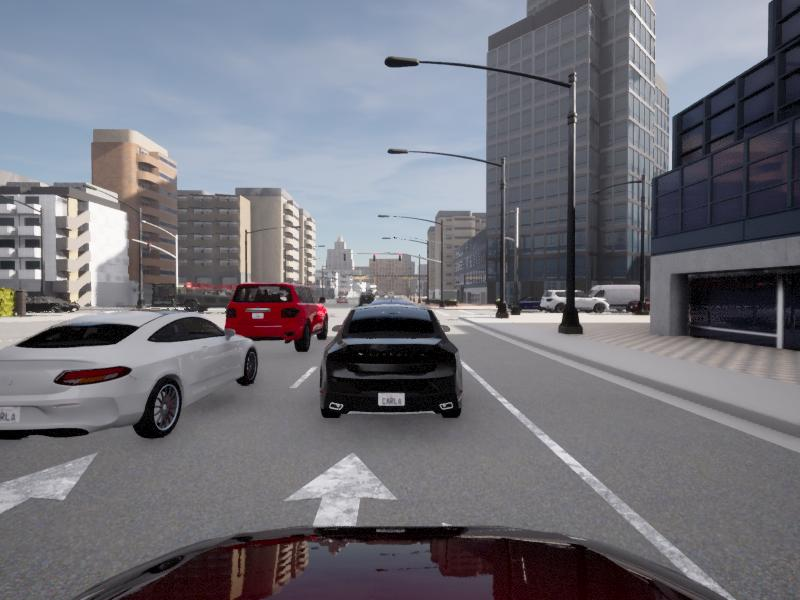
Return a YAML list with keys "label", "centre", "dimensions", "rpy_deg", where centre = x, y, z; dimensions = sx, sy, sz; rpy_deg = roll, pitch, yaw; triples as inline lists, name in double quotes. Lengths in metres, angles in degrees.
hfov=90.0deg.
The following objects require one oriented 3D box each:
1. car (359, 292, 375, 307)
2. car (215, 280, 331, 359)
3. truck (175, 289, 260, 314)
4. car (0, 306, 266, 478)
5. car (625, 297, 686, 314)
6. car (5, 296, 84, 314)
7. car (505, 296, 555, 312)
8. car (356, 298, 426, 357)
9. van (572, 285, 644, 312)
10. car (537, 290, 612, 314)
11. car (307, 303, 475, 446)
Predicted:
- label: "car"
  centre: [-4.816, -0.089, 58.912]
  dimensions: [2.150, 2.045, 5.566]
  rpy_deg: [0, 0, -2]
- label: "car"
  centre: [-3.796, 0.479, 13.206]
  dimensions: [2.150, 2.045, 5.566]
  rpy_deg: [0, 1, -1]
- label: "truck"
  centre: [-15.778, 0.127, 34.866]
  dimensions: [6.274, 2.098, 2.390]
  rpy_deg: [0, 1, -5]
- label: "car"
  centre: [-3.631, 0.861, 5.908]
  dimensions: [1.812, 1.442, 4.674]
  rpy_deg: [0, 0, -1]
- label: "car"
  centre: [22.343, 0.440, 35.044]
  dimensions: [4.193, 1.474, 1.816]
  rpy_deg: [0, 1, -1]
- label: "car"
  centre: [-30.316, 0.428, 34.255]
  dimensions: [4.792, 1.488, 2.163]
  rpy_deg: [0, 1, -1]
- label: "car"
  centre: [12.427, 0.376, 38.379]
  dimensions: [4.193, 1.474, 1.816]
  rpy_deg: [0, 1, -1]
- label: "car"
  centre: [-0.289, 0.737, 13.310]
  dimensions: [1.882, 1.535, 5.008]
  rpy_deg: [0, 1, -1]
- label: "van"
  centre: [19.906, -0.155, 38.479]
  dimensions: [5.915, 2.561, 1.988]
  rpy_deg: [0, 1, -1]
- label: "car"
  centre: [15.170, 0.153, 34.941]
  dimensions: [5.566, 2.045, 2.150]
  rpy_deg: [0, 1, -1]
- label: "car"
  centre: [-0.149, 0.835, 6.827]
  dimensions: [1.837, 1.490, 4.892]
  rpy_deg: [0, 0, -1]
